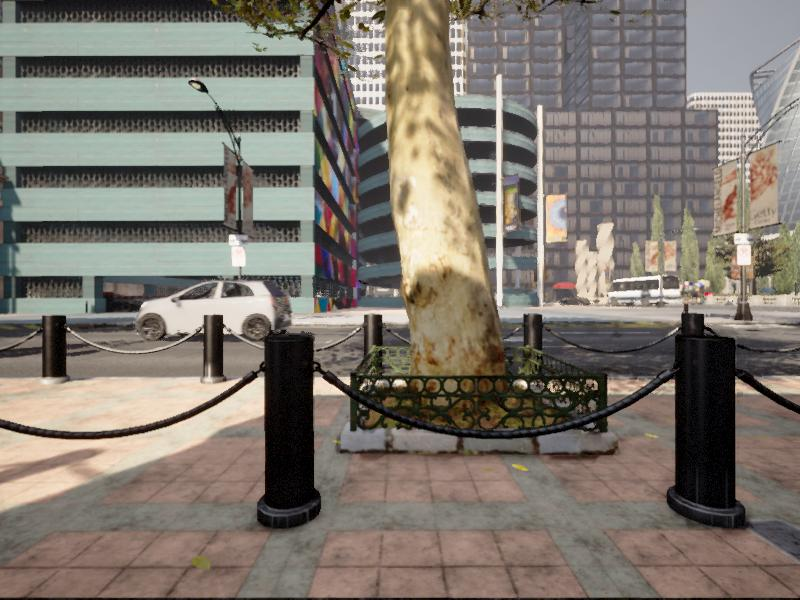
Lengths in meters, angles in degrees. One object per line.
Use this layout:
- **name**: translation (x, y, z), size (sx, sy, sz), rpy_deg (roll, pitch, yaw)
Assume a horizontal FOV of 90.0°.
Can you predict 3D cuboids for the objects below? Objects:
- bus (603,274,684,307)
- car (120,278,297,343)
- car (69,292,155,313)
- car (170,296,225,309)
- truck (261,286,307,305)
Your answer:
- **bus**: translation (35.069, -1.219, 58.375), size (3.944, 4.253, 10.273), rpy_deg (0, 0, -14)
- **car**: translation (-4.691, 0.240, 10.222), size (3.633, 1.501, 1.845), rpy_deg (0, 0, 0)
- **car**: translation (-21.194, 0.210, 29.591), size (4.786, 1.482, 2.161), rpy_deg (0, 0, 0)
- **car**: translation (-20.753, 0.259, 41.191), size (4.718, 1.301, 1.895), rpy_deg (0, 0, 0)
- **truck**: translation (-23.455, -0.865, 81.003), size (8.468, 3.827, 2.891), rpy_deg (0, 0, 0)
